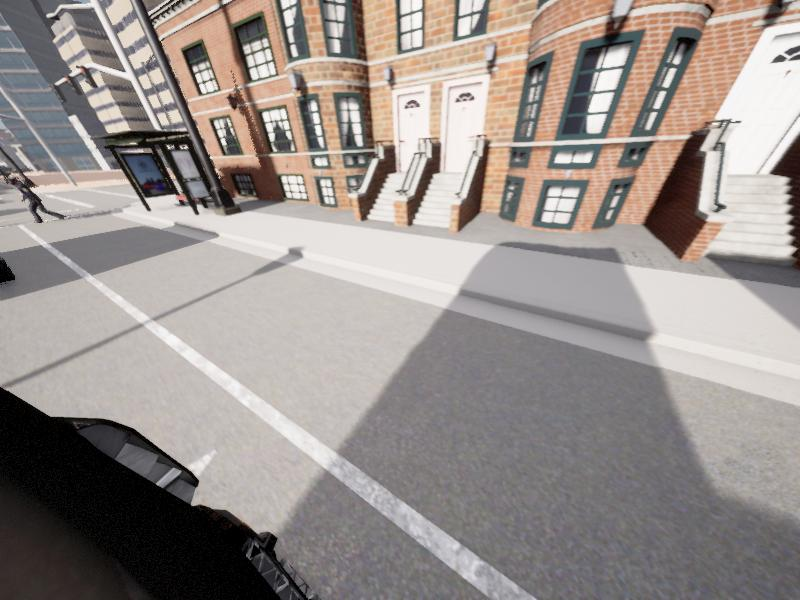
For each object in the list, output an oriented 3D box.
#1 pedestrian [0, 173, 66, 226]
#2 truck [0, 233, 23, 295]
[{"bbox_3d":[-15.455,-4.200,9.684,0.751,1.860,0.751,-30,42,-35],"label":"pedestrian"},{"bbox_3d":[-10.501,-1.262,4.342,5.204,2.467,2.627,16,38,30],"label":"truck"}]
